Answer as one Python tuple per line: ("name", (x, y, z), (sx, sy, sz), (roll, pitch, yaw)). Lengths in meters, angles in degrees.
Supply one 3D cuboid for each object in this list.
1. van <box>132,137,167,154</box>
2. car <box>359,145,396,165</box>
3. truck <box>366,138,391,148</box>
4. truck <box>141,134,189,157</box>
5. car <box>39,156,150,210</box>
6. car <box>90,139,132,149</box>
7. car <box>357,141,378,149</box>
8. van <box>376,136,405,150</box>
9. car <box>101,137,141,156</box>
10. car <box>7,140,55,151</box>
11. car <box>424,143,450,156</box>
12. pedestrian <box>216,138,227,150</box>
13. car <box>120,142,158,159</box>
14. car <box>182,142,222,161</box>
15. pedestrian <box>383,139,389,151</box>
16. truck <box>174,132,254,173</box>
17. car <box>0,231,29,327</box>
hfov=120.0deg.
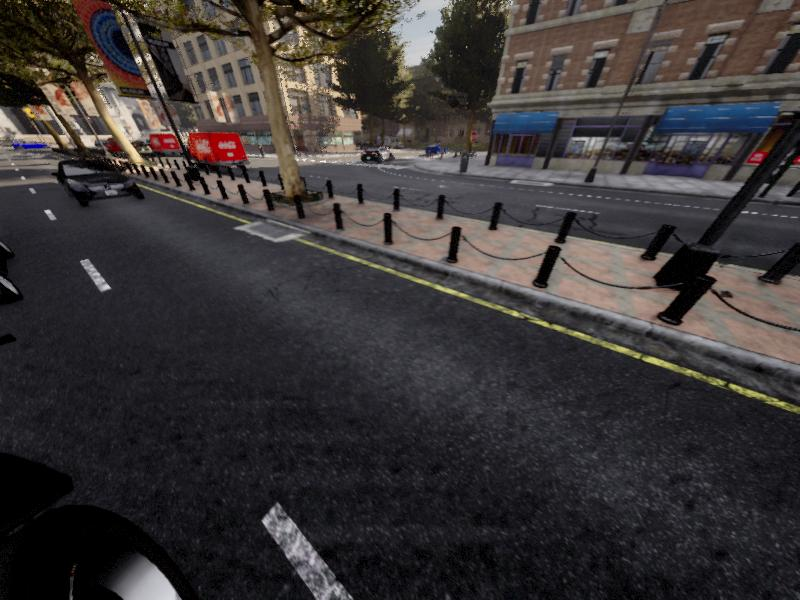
("van", (-38.367, -23.686, 35.421), (4.480, 2.038, 2.069), (22, 41, 28))
("car", (-2.295, -15.801, 24.989), (2.038, 1.542, 4.974), (12, 37, 16))
("truck", (-5.391, -39.476, 58.062), (6.274, 2.098, 2.390), (22, 41, 27))
("truck", (-32.513, -21.495, 31.989), (5.204, 2.467, 2.627), (22, 41, 28))
("car", (-12.940, -5.089, 9.766), (4.674, 1.442, 1.812), (22, 41, 28))
("car", (-59.326, -32.122, 47.555), (2.033, 1.649, 4.856), (22, 41, 28))
("car", (-7.938, -37.800, 56.172), (4.902, 1.511, 2.128), (22, 41, 28))
("van", (-2.175, -35.855, 52.665), (6.366, 2.431, 2.351), (22, 41, 28))
("car", (-39.070, -21.503, 32.312), (5.566, 2.045, 2.150), (23, 41, 29))
("car", (-65.104, -27.329, 40.843), (1.816, 1.474, 4.193), (22, 41, 28))
("car", (5.703, -23.077, 35.372), (1.882, 1.535, 5.008), (21, 40, 27))
("pedestrian", (-32.348, -28.232, 41.774), (0.751, 1.860, 0.751), (20, 39, 25))
("car", (-32.542, -18.703, 28.777), (3.988, 1.617, 1.851), (22, 41, 28))
("car", (-23.158, -17.402, 27.012), (3.988, 1.617, 1.851), (21, 40, 27))
("pedestrian", (-2.433, -27.442, 40.910), (0.751, 1.860, 0.751), (-27, 43, -33))
("truck", (-14.860, -11.915, 18.546), (5.204, 2.467, 2.627), (22, 41, 27))
("car", (-8.089, -0.712, 3.556), (4.892, 1.490, 1.837), (22, 40, 28))
